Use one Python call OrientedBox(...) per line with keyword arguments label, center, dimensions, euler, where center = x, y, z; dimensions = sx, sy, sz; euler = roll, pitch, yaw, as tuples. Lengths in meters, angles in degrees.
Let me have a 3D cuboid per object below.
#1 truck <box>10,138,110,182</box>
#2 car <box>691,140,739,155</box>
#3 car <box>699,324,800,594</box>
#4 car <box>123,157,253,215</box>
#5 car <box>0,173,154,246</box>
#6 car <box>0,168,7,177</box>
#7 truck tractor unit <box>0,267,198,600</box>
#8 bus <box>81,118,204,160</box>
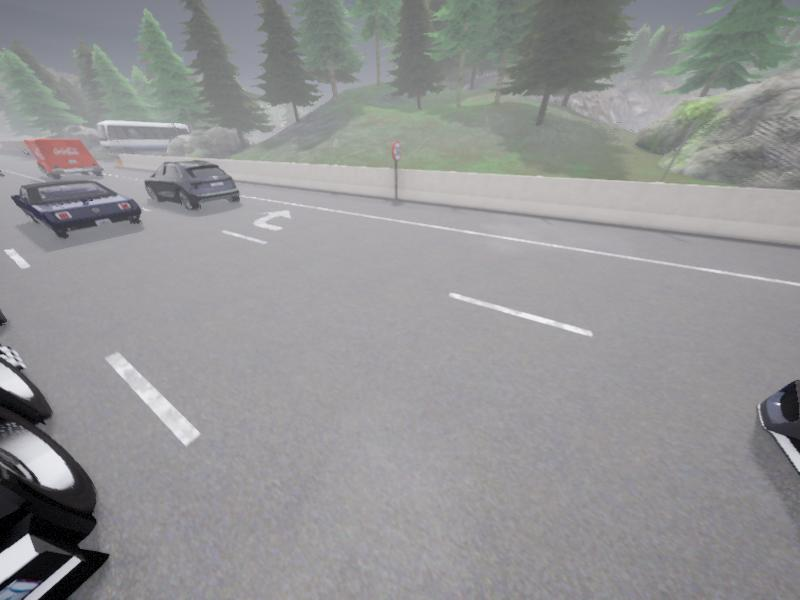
OrientedBox(label="truck", center=(-25.425, -10.629, 17.369), dimensions=(5.204, 2.467, 2.627), euler=(18, 39, 24))
OrientedBox(label="car", center=(45.145, -21.979, 33.289), dimensions=(2.038, 1.542, 4.974), euler=(15, 39, 21))
OrientedBox(label="car", center=(4.821, 1.637, 0.185), dimensions=(5.027, 1.651, 2.152), euler=(18, 39, 24))
OrientedBox(label="car", center=(-9.104, -5.092, 9.987), dimensions=(4.856, 1.649, 2.033), euler=(18, 39, 24))
OrientedBox(label="car", center=(-10.565, -3.125, 7.467), dimensions=(4.718, 1.301, 1.895), euler=(18, 39, 24))
OrientedBox(label="car", center=(-34.376, -10.880, 18.408), dimensions=(4.553, 1.767, 2.097), euler=(18, 39, 24))
OrientedBox(label="truck tractor unit", center=(-5.119, -0.292, 0.774), dimensions=(6.516, 4.208, 3.053), euler=(18, 39, 24))
OrientedBox(label="bus", center=(-35.764, -22.796, 33.063), dimensions=(3.944, 4.253, 10.273), euler=(18, 38, 24))
